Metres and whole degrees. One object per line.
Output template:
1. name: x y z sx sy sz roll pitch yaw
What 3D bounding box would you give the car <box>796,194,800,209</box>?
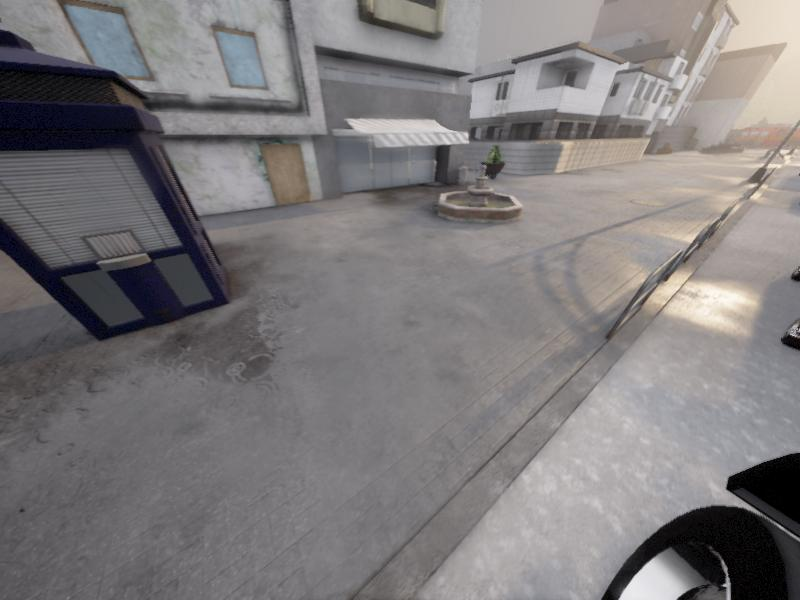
1. car: 17.044 -4.194 8.494 4.181 1.385 1.994 -22 40 -27

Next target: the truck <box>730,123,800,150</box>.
1. truck: 70.984 -31.052 43.892 2.891 3.827 8.468 -22 40 -27

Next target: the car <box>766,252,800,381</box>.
1. car: 6.816 -0.066 2.808 4.718 1.301 1.895 -22 41 -27

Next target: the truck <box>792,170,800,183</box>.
1. truck: 25.754 -8.152 13.040 5.204 2.467 2.627 -23 41 -27
